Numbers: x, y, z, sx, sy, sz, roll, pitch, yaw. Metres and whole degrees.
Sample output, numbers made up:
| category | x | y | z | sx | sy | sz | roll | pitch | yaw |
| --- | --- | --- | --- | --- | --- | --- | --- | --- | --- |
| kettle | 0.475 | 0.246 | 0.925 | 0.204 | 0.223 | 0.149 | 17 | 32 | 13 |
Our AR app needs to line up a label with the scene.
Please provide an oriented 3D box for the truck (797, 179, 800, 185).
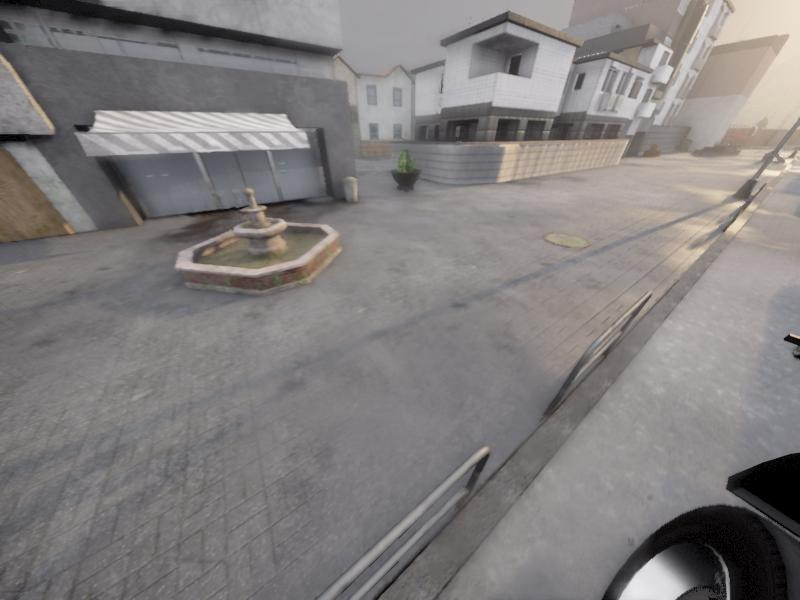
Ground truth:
| category | x | y | z | sx | sy | sz | roll | pitch | yaw |
| --- | --- | --- | --- | --- | --- | --- | --- | --- | --- |
| truck | 24.786 | -7.590 | 12.312 | 5.204 | 2.467 | 2.627 | -22 | 41 | -27 |

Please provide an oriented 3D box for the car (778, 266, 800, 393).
| category | x | y | z | sx | sy | sz | roll | pitch | yaw |
| --- | --- | --- | --- | --- | --- | --- | --- | --- | --- |
| car | 6.671 | 0.073 | 2.625 | 4.718 | 1.301 | 1.895 | -22 | 40 | -27 |

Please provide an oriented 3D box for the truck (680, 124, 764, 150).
| category | x | y | z | sx | sy | sz | roll | pitch | yaw |
| --- | --- | --- | --- | --- | --- | --- | --- | --- | --- |
| truck | 62.140 | -31.667 | 44.981 | 2.891 | 3.827 | 8.468 | -22 | 40 | -27 |
